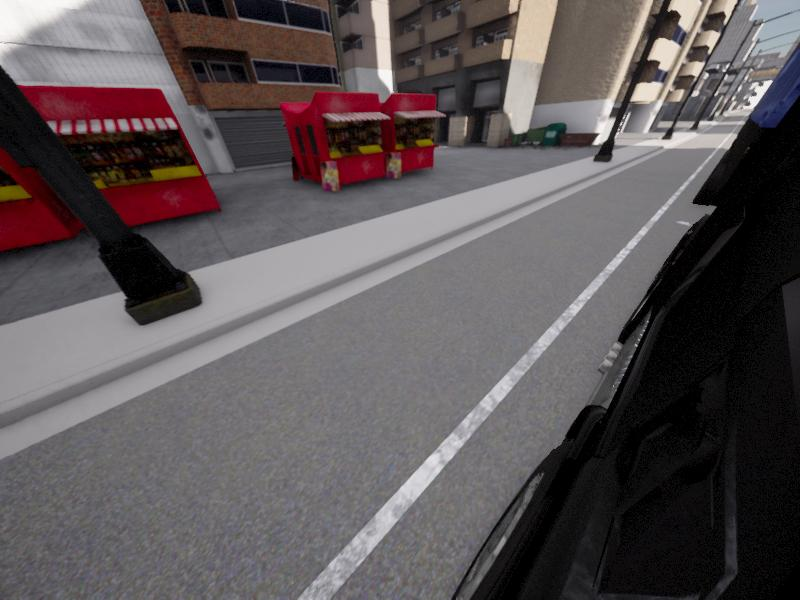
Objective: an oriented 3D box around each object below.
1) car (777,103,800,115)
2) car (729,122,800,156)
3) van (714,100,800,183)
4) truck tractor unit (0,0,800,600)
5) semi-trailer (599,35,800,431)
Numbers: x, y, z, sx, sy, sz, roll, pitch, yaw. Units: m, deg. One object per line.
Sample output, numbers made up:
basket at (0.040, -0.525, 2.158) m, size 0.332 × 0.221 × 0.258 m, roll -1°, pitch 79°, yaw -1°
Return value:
car at (77.757, -38.027, 45.946) m, size 4.611 × 1.667 × 2.242 m, roll -30°, pitch 44°, yaw -29°
car at (23.507, -10.411, 14.840) m, size 4.902 × 1.511 × 2.128 m, roll -28°, pitch 44°, yaw -30°
van at (16.435, -6.974, 9.923) m, size 6.366 × 2.431 × 2.351 m, roll -28°, pitch 44°, yaw -30°
truck tractor unit at (2.645, -0.295, 0.352) m, size 6.516 × 4.208 × 3.053 m, roll -28°, pitch 44°, yaw -30°
semi-trailer at (8.655, -3.633, 4.271) m, size 14.254 × 4.402 × 2.717 m, roll -29°, pitch 44°, yaw -30°
